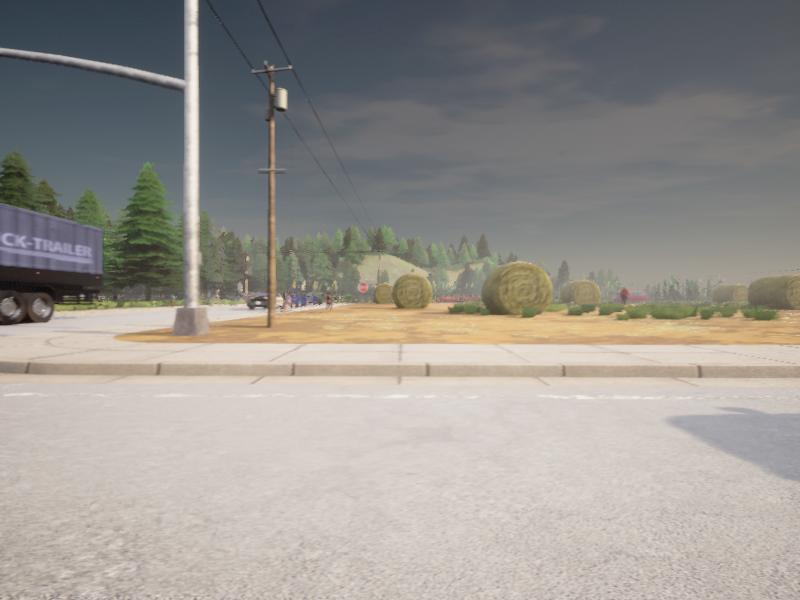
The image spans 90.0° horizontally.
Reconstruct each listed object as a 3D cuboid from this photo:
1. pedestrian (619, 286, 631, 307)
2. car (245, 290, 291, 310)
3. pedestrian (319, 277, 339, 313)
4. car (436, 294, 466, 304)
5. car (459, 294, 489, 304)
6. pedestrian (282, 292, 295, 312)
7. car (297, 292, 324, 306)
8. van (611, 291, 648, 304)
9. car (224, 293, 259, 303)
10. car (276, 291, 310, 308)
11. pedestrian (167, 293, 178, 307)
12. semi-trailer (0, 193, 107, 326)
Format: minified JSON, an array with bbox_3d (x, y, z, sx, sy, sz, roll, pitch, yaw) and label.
[{"bbox_3d":[19.933,-0.317,35.459,0.751,1.860,0.751,0,1,-39],"label":"pedestrian"},{"bbox_3d":[-10.624,-0.001,32.639,2.038,1.542,4.974,0,0,2],"label":"car"},{"bbox_3d":[-3.806,-0.267,21.451,0.751,1.860,0.751,0,1,41],"label":"pedestrian"},{"bbox_3d":[7.901,-0.191,62.647,4.514,1.525,2.007,0,0,4],"label":"car"},{"bbox_3d":[10.856,-0.133,58.922,4.193,1.474,1.816,0,0,4],"label":"car"},{"bbox_3d":[-6.141,0.120,22.069,0.500,1.100,0.500,0,0,30],"label":"pedestrian"},{"bbox_3d":[-10.272,-0.091,46.346,2.007,1.525,4.514,0,0,1],"label":"car"},{"bbox_3d":[34.762,-0.341,60.656,4.442,1.987,1.775,0,0,4],"label":"van"},{"bbox_3d":[-24.298,-0.264,61.466,4.514,1.525,2.007,0,0,6],"label":"car"},{"bbox_3d":[-10.446,-0.050,39.422,1.882,1.535,5.008,0,0,1],"label":"car"},{"bbox_3d":[-18.131,0.024,31.874,0.500,1.100,0.500,0,0,9],"label":"pedestrian"},{"bbox_3d":[-14.466,-1.314,11.059,2.717,4.402,14.254,0,0,-2],"label":"semi-trailer"}]
